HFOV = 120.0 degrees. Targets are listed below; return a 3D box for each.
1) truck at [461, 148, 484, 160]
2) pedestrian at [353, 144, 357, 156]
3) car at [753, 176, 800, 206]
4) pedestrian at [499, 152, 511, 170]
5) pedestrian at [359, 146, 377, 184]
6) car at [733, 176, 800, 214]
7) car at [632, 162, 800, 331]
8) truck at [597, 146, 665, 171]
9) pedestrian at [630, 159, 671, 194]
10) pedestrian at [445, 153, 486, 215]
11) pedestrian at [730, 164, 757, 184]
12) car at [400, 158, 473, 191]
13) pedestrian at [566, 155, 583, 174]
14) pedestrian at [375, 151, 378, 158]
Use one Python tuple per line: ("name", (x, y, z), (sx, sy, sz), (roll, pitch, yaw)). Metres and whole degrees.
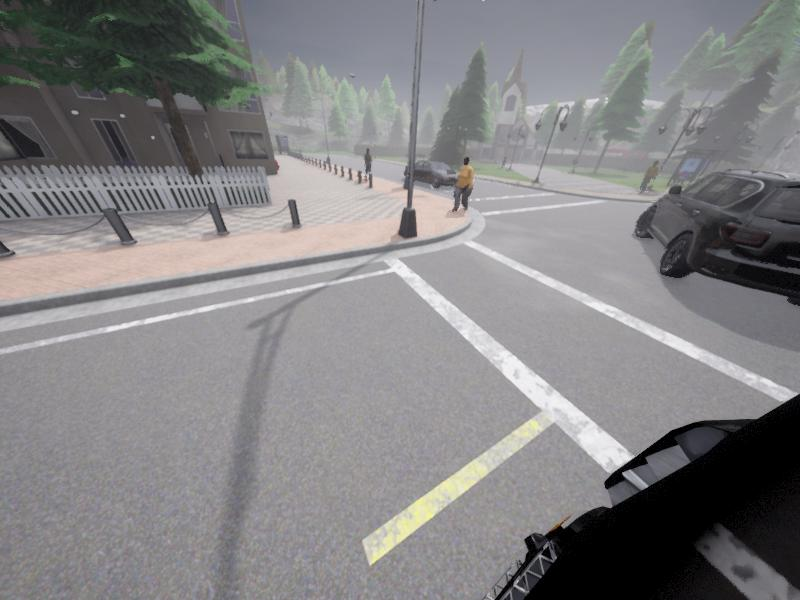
("truck", (19.376, -39.384, 62.120), (5.204, 2.467, 2.627), (6, 34, 5))
("pedestrian", (-9.253, -30.768, 47.386), (0.751, 1.860, 0.751), (-5, 34, -11))
("car", (26.346, -7.379, 15.500), (3.806, 1.475, 1.970), (-15, 38, -25))
("pedestrian", (13.350, -17.727, 29.436), (0.751, 1.860, 0.751), (4, 34, 2))
("pedestrian", (-1.894, -8.058, 13.834), (0.751, 1.860, 0.751), (-15, 38, -25))
("car", (21.365, -6.046, 13.080), (3.705, 1.549, 1.789), (-15, 38, -25))
("car", (7.551, -1.732, 5.172), (2.150, 2.045, 5.566), (23, 39, 27))
("truck", (46.201, -28.602, 46.612), (2.891, 3.827, 8.468), (-18, 39, -28))
("pedestrian", (15.563, -7.670, 14.423), (0.751, 1.860, 0.751), (-5, 35, -12))
("pedestrian", (2.266, -4.079, 8.158), (0.751, 1.860, 0.751), (-24, 42, -34))
("pedestrian", (37.245, -13.685, 25.064), (0.751, 1.860, 0.751), (-19, 39, -29))
("car", (2.205, -8.672, 15.784), (2.033, 1.411, 5.357), (-15, 37, -24))
("pedestrian", (20.219, -15.736, 26.850), (0.751, 1.860, 0.751), (10, 34, 10))
("pedestrian", (-4.227, -25.987, 41.252), (0.500, 1.100, 0.500), (9, 34, 9))
